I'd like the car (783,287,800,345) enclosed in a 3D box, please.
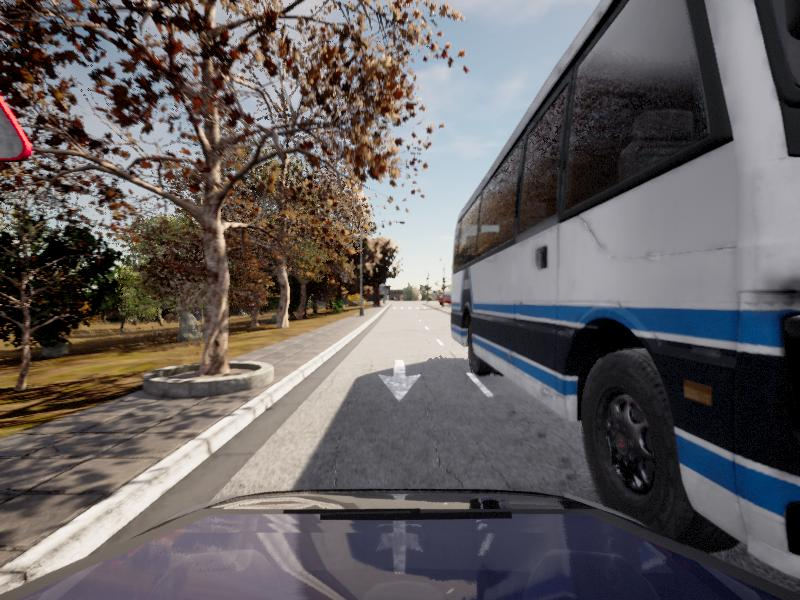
[{"bbox_3d":[16.894,0.590,14.278,5.566,2.045,2.435,1,0,-20],"label":"car"}]

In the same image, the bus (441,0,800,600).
[{"bbox_3d":[3.122,-0.532,6.152,3.944,4.253,10.273,0,0,0],"label":"bus"}]

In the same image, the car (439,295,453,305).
[{"bbox_3d":[8.835,-0.023,77.445,2.150,2.045,5.566,0,0,0],"label":"car"}]
